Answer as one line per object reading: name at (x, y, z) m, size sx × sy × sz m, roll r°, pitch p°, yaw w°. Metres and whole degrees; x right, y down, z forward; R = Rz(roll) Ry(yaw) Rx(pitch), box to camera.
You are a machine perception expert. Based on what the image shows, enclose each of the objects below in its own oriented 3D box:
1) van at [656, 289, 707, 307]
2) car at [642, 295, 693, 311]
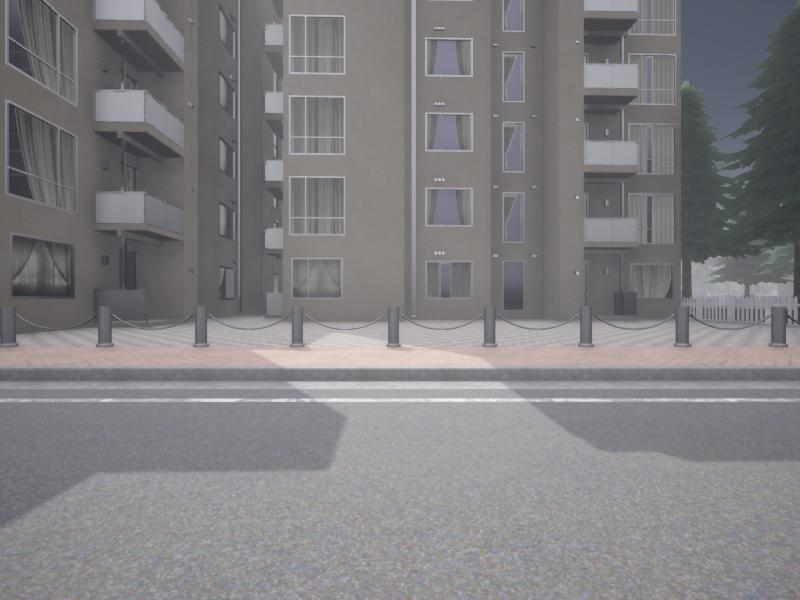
van at (40.253, -0.277, 57.331) m, size 5.915 × 2.561 × 1.988 m, roll 0°, pitch 0°, yaw -1°
car at (27.356, 0.261, 41.135) m, size 1.837 × 1.490 × 4.892 m, roll 0°, pitch 0°, yaw -2°
